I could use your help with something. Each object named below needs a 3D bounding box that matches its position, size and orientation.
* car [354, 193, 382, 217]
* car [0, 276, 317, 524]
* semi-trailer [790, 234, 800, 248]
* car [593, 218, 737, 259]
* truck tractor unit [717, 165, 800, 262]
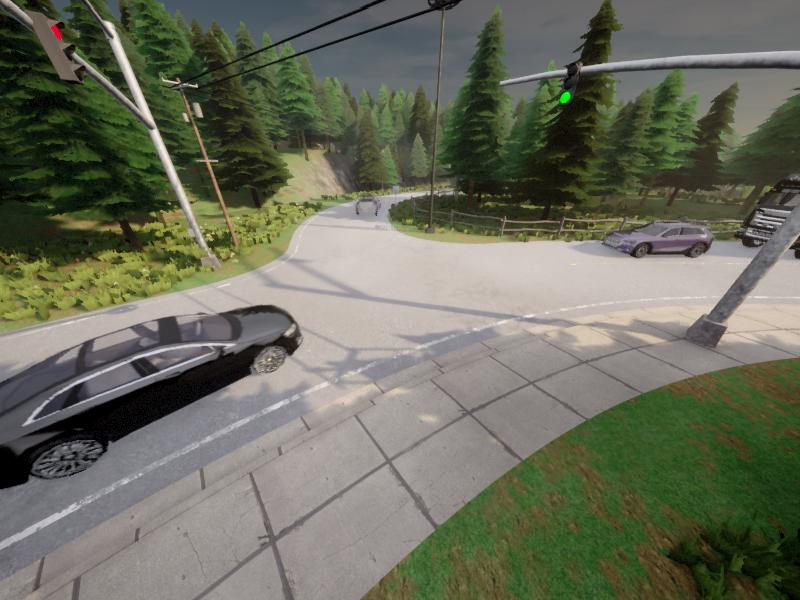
[{"bbox_3d":[-3.166,-9.975,24.019,2.152,1.651,5.027,0,30,1],"label":"car"},{"bbox_3d":[-4.616,1.226,4.677,4.902,1.511,2.128,-27,39,-38],"label":"car"},{"bbox_3d":[30.634,-4.395,11.504,14.254,4.402,2.717,1,30,1],"label":"semi-trailer"},{"bbox_3d":[13.963,-3.365,12.511,4.856,1.649,2.033,0,30,0],"label":"car"},{"bbox_3d":[22.725,-4.414,11.744,6.516,4.208,3.053,1,30,1],"label":"truck tractor unit"}]
